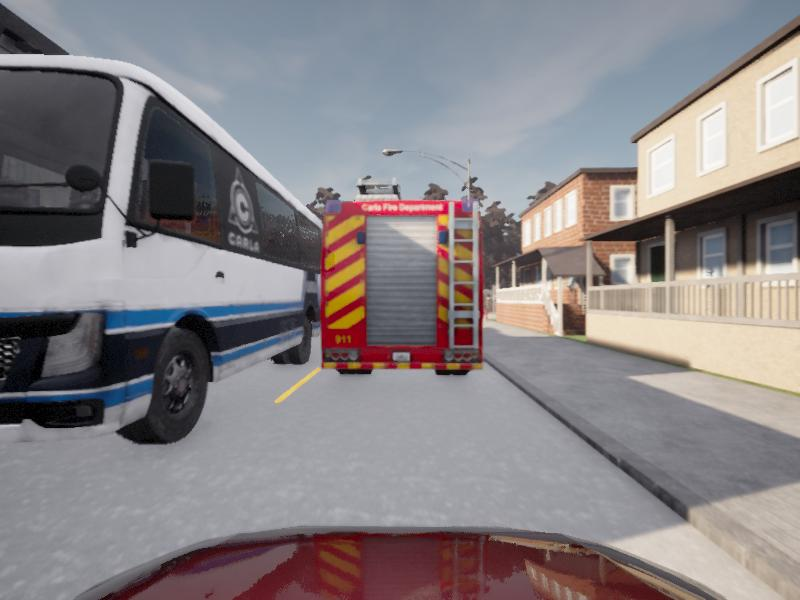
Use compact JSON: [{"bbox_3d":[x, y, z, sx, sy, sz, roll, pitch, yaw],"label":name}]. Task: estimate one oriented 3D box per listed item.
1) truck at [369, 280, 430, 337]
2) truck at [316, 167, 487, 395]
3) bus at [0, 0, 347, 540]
[{"bbox_3d":[0.132,0.357,19.997,2.627,2.467,5.204,0,0,4],"label":"truck"},{"bbox_3d":[0.151,-0.321,10.975,2.891,3.827,8.468,0,0,2],"label":"truck"},{"bbox_3d":[-3.752,-0.539,7.874,3.944,4.253,10.273,0,1,1],"label":"bus"}]
